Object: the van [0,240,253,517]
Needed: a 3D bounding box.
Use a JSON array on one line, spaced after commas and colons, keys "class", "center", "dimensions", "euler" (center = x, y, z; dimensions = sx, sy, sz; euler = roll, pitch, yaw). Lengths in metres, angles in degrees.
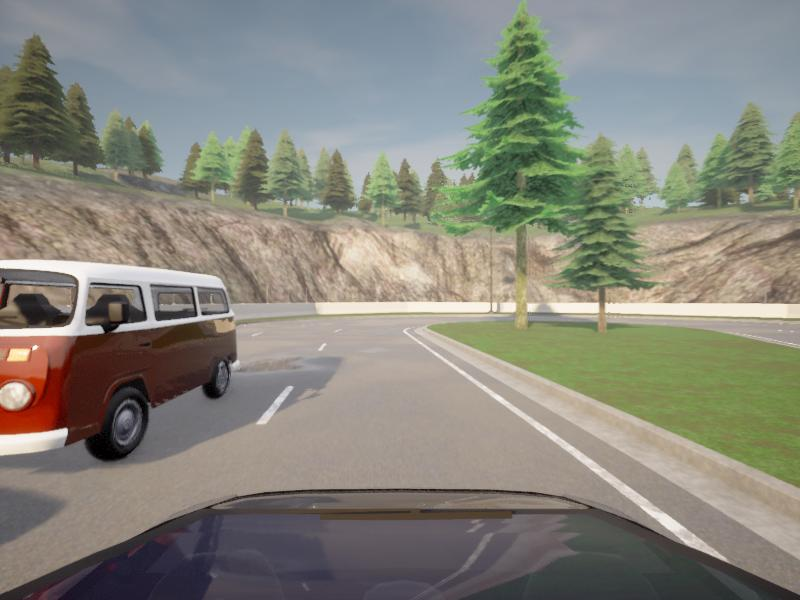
[{"class": "van", "center": [-3.633, 0.574, 5.142], "dimensions": [2.069, 2.038, 4.480], "euler": [0, 0, -3]}]
